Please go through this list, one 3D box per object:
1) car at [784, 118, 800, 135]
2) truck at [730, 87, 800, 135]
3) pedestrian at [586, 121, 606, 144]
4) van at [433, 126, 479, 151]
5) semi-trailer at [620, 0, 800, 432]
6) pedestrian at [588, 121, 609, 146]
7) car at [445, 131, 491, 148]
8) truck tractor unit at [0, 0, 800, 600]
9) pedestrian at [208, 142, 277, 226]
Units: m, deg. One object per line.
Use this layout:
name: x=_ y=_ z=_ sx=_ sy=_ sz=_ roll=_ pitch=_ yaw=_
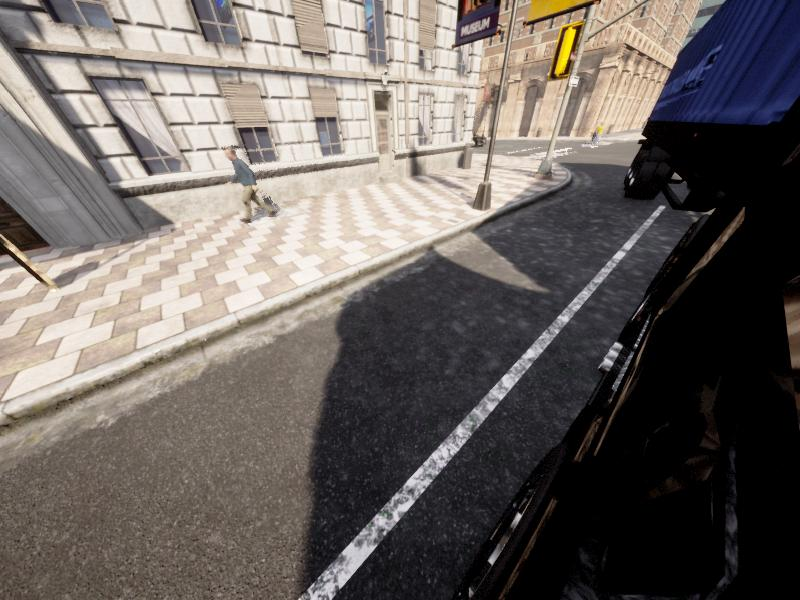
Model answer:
car: x=43.618 y=-18.668 z=24.757 sx=4.718 sy=1.301 sz=1.895 roll=-29 pitch=44 yaw=-30
truck: x=41.742 y=-21.451 z=26.481 sx=8.468 sy=3.827 sz=2.891 roll=-29 pitch=44 yaw=-30
pedestrian: x=19.905 y=-17.020 z=23.535 sx=0.751 sy=1.860 sz=0.751 roll=-27 pitch=43 yaw=-29
van: x=5.823 y=-17.273 z=24.695 sx=1.775 sy=1.987 sz=4.442 roll=-29 pitch=44 yaw=-30
semi-trailer: x=7.689 y=-4.148 z=5.012 sx=2.717 sy=4.402 sz=14.254 roll=23 pitch=44 yaw=30
pedestrian: x=18.721 y=-15.647 z=21.775 sx=0.751 sy=1.860 sz=0.751 roll=30 pitch=47 yaw=36
car: x=7.865 y=-18.935 z=27.196 sx=1.837 sy=1.490 sz=4.892 roll=-29 pitch=44 yaw=-30
truck tractor unit: x=2.645 y=-0.295 z=0.351 sx=6.516 sy=4.208 sz=3.053 roll=-28 pitch=44 yaw=-30
pedestrian: x=-4.103 y=-3.060 z=6.141 sx=0.751 sy=1.860 sz=0.751 roll=-30 pitch=45 yaw=-32
